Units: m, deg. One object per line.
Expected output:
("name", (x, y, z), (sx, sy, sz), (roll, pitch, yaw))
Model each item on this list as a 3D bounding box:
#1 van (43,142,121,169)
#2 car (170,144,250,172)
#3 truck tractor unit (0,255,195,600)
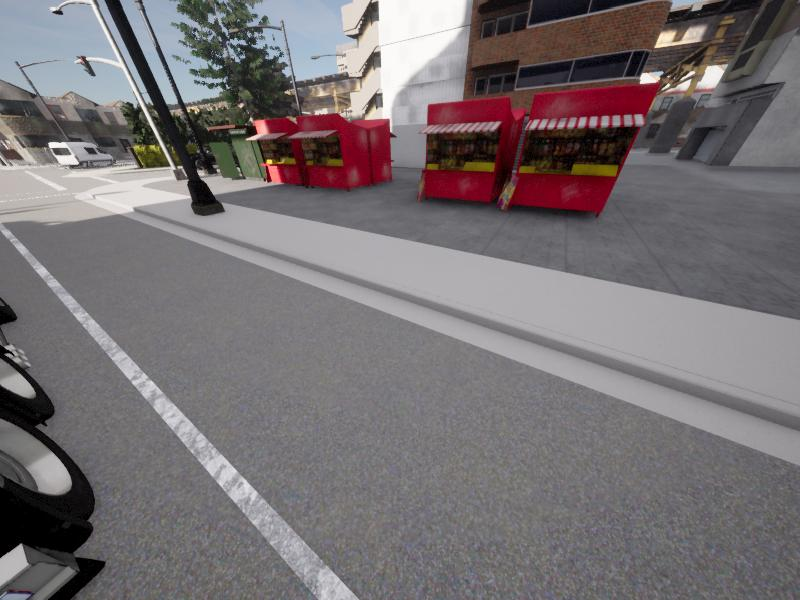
("van", (-38.822, -17.925, 28.582), (1.988, 2.561, 5.915), (-9, 35, -11))
("car", (-19.122, -14.652, 23.660), (2.150, 2.045, 5.566), (18, 39, 26))
("truck tractor unit", (-5.097, -0.314, 0.801), (6.516, 4.208, 3.053), (19, 39, 25))
